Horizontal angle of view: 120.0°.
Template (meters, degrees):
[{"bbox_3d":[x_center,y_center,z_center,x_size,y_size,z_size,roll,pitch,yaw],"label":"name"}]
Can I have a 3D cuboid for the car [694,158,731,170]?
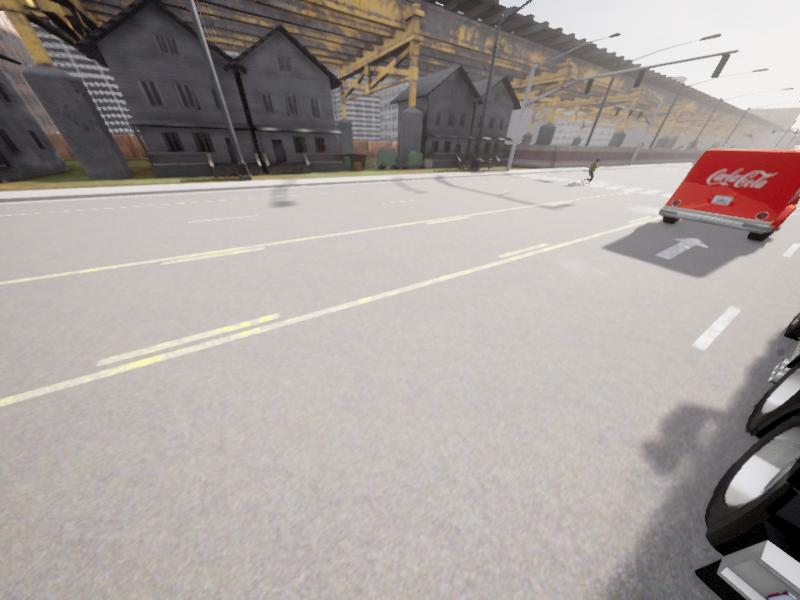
[{"bbox_3d":[47.954,-20.913,35.457,5.357,1.411,2.033,-17,38,-25],"label":"car"}]

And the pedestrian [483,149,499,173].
[{"bbox_3d":[8.464,-12.928,21.554,0.751,1.860,0.751,-4,35,-8],"label":"pedestrian"}]

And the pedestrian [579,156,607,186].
[{"bbox_3d":[14.272,-9.592,17.146,0.751,1.860,0.751,-22,40,-30],"label":"pedestrian"}]

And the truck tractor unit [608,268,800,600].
[{"bbox_3d":[5.114,-0.274,0.896,6.516,4.208,3.053,-16,34,-26],"label":"truck tractor unit"}]

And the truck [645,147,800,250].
[{"bbox_3d":[12.126,-3.813,8.090,5.204,2.467,2.627,-16,38,-24],"label":"truck"}]

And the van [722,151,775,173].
[{"bbox_3d":[48.378,-19.201,32.043,6.366,2.431,2.351,-17,38,-25],"label":"van"}]
